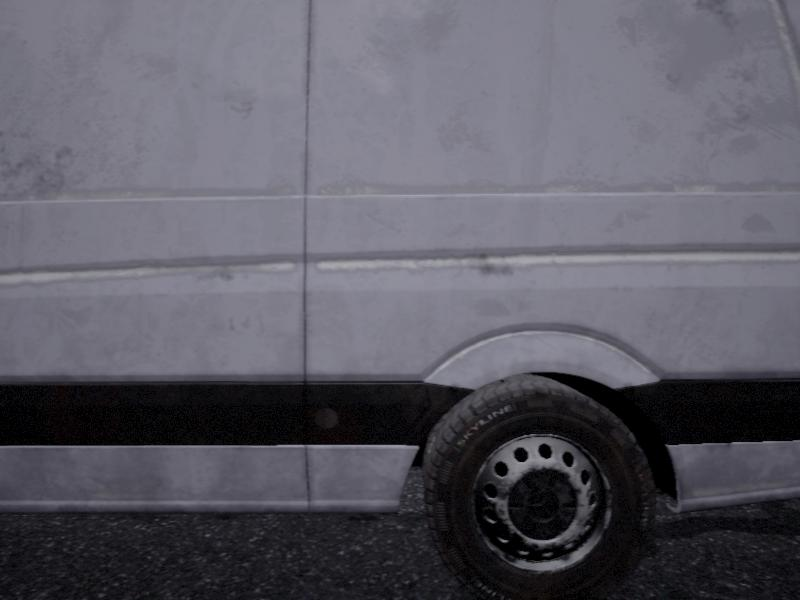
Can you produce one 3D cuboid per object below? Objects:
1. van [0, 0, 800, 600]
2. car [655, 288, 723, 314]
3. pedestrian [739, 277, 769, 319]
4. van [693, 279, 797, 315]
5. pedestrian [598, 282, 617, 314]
[{"bbox_3d":[-1.261,-0.281,2.242,5.915,2.561,1.988,0,0,1],"label":"van"},{"bbox_3d":[21.867,0.079,30.560,1.932,1.855,4.605,0,0,1],"label":"car"},{"bbox_3d":[16.139,-0.095,18.266,0.751,1.860,0.751,0,0,-20],"label":"pedestrian"},{"bbox_3d":[25.350,-0.190,29.895,2.351,2.431,6.366,0,0,1],"label":"van"},{"bbox_3d":[12.348,-0.100,23.777,0.751,1.860,0.751,0,0,2],"label":"pedestrian"}]
